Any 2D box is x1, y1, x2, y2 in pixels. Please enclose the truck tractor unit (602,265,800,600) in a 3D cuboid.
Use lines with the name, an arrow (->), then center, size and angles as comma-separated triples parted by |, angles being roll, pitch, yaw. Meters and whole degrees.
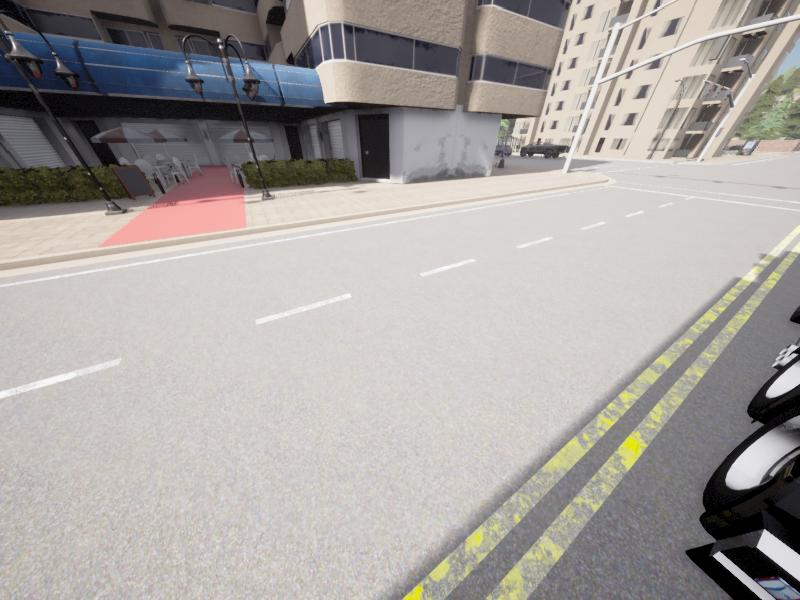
truck tractor unit -> 5.110, -0.302, 0.779 | 6.516, 4.208, 3.053 | -18, 39, -24

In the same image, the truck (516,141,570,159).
truck -> 21.506, -22.888, 35.177 | 2.390, 2.098, 6.274 | -18, 39, -25
